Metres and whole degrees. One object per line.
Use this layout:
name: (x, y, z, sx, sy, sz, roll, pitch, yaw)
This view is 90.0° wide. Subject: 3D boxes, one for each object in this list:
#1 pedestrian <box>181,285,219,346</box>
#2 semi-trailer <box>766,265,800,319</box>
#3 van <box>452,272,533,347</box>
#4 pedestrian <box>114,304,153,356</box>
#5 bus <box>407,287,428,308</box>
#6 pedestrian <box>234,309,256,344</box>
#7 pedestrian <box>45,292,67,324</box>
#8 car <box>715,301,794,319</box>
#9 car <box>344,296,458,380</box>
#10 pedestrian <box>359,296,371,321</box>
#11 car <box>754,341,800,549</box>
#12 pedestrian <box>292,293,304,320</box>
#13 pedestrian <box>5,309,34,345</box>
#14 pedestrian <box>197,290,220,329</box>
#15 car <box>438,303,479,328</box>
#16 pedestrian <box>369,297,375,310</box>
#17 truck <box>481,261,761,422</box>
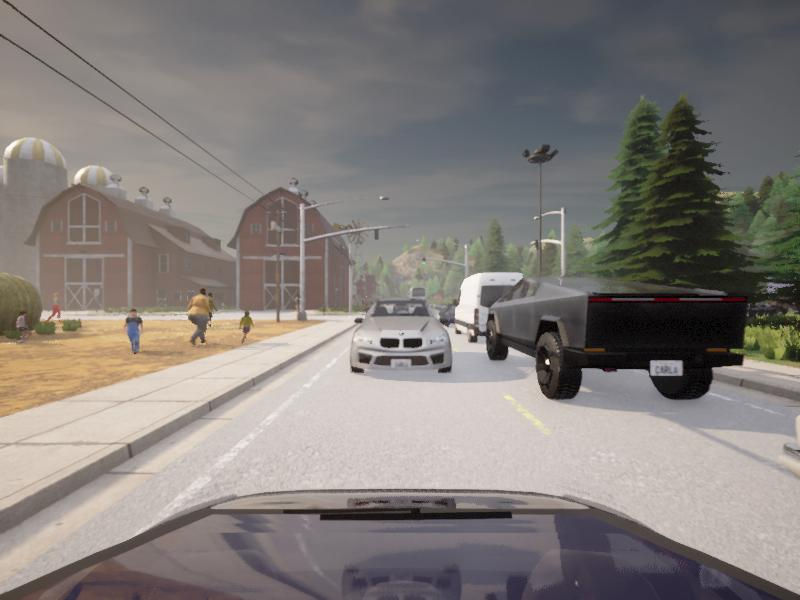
pedestrian: (-6.287, 0.471, 12.613, 0.751, 1.860, 0.751, 0, 0, 18)
semi-trailer: (39.669, -0.642, 34.161, 14.254, 4.402, 2.717, 0, 0, 0)
van: (3.550, 0.324, 16.592, 1.988, 2.561, 5.915, 0, 0, 0)
pedestrian: (-6.991, 0.750, 10.530, 0.751, 1.300, 0.751, 0, 0, -25)
bus: (3.608, -0.527, 84.630, 3.944, 4.253, 10.273, 0, 0, 0)
pedestrian: (-5.085, 0.860, 13.132, 0.500, 1.100, 0.500, 0, 0, 4)
pedestrian: (-20.582, 0.461, 23.938, 0.751, 1.860, 0.751, 0, 0, -20)
car: (30.230, 0.822, 34.243, 4.902, 1.511, 2.128, 0, 0, 0)
car: (0.028, 0.759, 10.193, 2.242, 1.667, 4.611, 0, 0, 0)
pedestrian: (-2.640, 0.624, 30.285, 0.751, 1.860, 0.751, 0, 0, 8)
car: (3.515, 0.944, 0.541, 1.895, 1.301, 4.718, 0, 0, 0)
pedestrian: (-7.183, 0.464, 28.217, 0.751, 1.860, 0.751, 0, 0, -20)
pedestrian: (-12.120, 0.839, 12.749, 0.500, 1.100, 0.500, 0, 0, 16)
pedestrian: (-9.512, 0.460, 19.861, 0.751, 1.860, 0.751, 0, 0, 28)
car: (3.569, 0.910, 25.264, 1.994, 1.385, 4.181, 0, 0, 0)
pedestrian: (-3.921, 0.489, 56.226, 0.751, 1.860, 0.751, 0, 0, 0)
truck: (3.516, 0.543, 8.349, 2.390, 2.098, 6.274, 0, 0, 0)
